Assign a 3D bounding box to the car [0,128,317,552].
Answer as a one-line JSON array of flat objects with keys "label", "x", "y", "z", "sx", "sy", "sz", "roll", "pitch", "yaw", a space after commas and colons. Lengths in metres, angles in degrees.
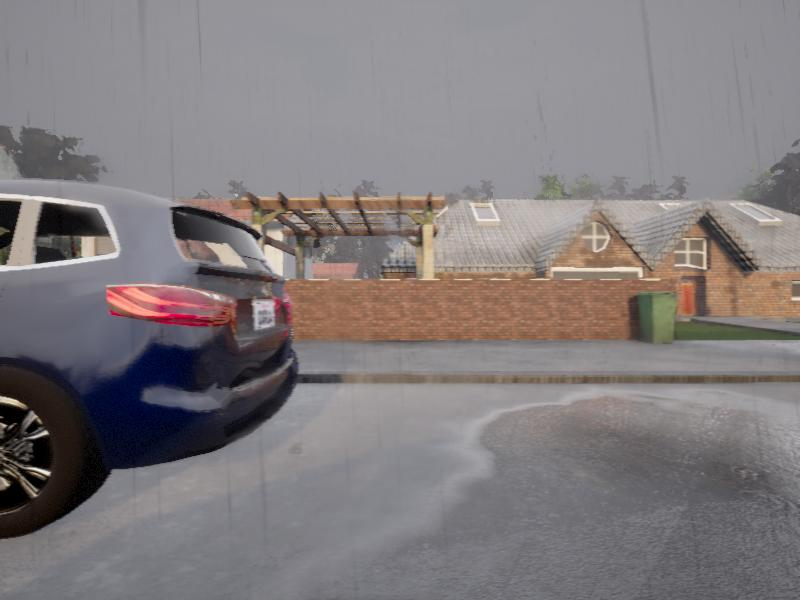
[{"label": "car", "x": -3.098, "y": 0.159, "z": 2.695, "sx": 4.611, "sy": 1.667, "sz": 2.242, "roll": 0, "pitch": 0, "yaw": 0}]
